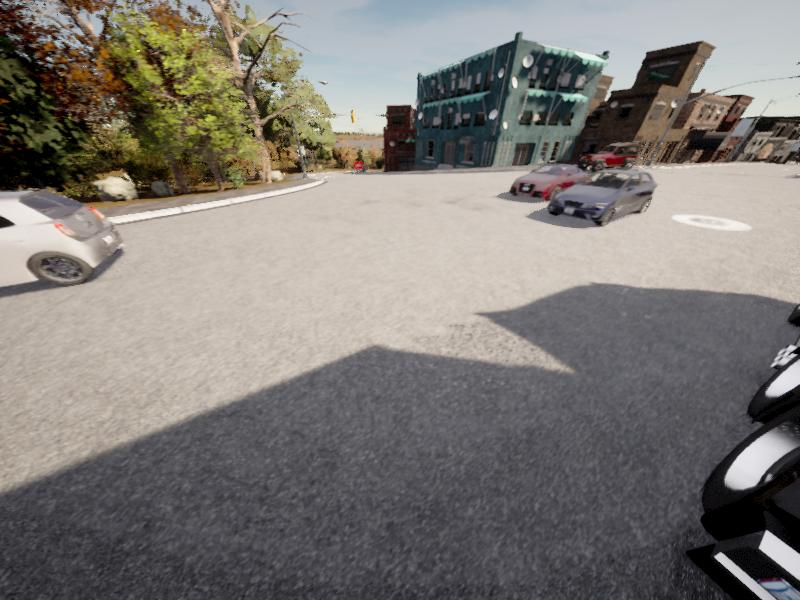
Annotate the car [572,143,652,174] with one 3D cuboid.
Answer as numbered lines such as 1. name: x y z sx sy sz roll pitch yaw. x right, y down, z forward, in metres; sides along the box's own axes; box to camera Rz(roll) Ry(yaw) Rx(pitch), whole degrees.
1. car: 16.445 -11.167 18.148 3.866 1.878 1.905 -2 35 -1

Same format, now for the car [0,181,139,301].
1. car: -7.573 -0.912 3.891 3.633 1.501 1.845 -18 39 -24

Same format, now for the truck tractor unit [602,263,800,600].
1. truck tractor unit: 5.114 -0.296 0.788 6.516 4.208 3.053 -18 39 -24

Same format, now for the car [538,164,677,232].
1. car: 7.295 -3.763 8.190 4.193 1.474 1.816 -19 39 -24

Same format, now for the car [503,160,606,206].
1. car: 7.381 -5.739 11.104 4.181 1.385 1.994 -19 39 -24
